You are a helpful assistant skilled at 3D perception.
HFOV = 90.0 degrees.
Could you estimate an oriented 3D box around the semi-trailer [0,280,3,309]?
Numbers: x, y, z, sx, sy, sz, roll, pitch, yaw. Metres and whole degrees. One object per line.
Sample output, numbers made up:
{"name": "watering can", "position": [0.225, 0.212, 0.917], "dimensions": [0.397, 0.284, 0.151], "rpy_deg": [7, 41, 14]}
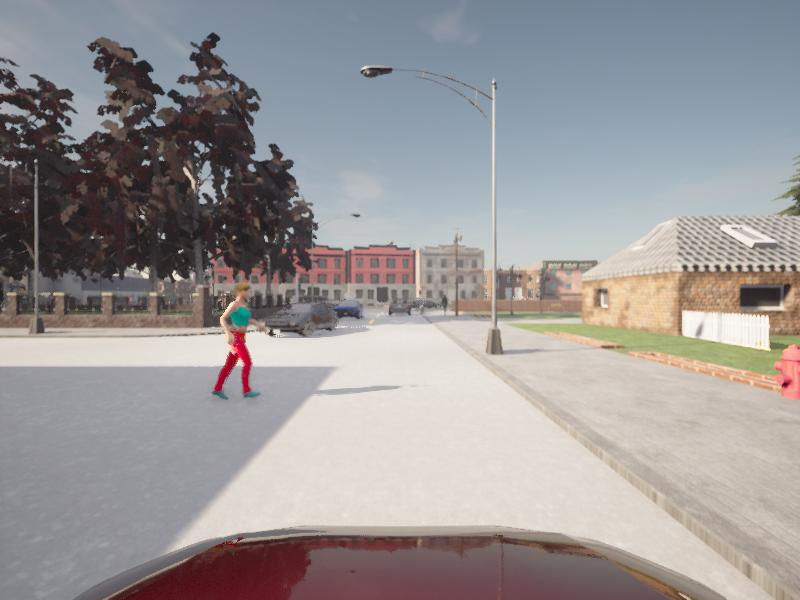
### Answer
{"name": "semi-trailer", "position": [-67.767, -0.793, 59.800], "dimensions": [14.254, 4.402, 2.717], "rpy_deg": [0, 0, 0]}

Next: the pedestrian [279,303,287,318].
{"name": "pedestrian", "position": [-9.207, 0.821, 31.438], "dimensions": [0.500, 1.100, 0.500], "rpy_deg": [0, 0, 1]}

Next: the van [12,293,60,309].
{"name": "van", "position": [-57.774, 0.135, 63.587], "dimensions": [5.915, 2.561, 1.988], "rpy_deg": [0, 0, 0]}

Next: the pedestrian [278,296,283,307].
{"name": "pedestrian", "position": [-20.488, 0.332, 68.531], "dimensions": [0.751, 1.860, 0.751], "rpy_deg": [0, 0, 1]}

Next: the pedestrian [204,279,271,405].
{"name": "pedestrian", "position": [-2.518, 0.618, 6.282], "dimensions": [0.751, 1.860, 0.751], "rpy_deg": [0, 0, -2]}

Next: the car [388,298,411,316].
{"name": "car", "position": [-0.004, 0.637, 40.419], "dimensions": [2.242, 1.667, 4.611], "rpy_deg": [0, 0, 1]}

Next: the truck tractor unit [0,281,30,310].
{"name": "truck tractor unit", "position": [-59.857, -0.700, 59.728], "dimensions": [6.516, 4.208, 3.053], "rpy_deg": [0, 0, 1]}

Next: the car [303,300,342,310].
{"name": "car", "position": [-11.504, 0.720, 59.583], "dimensions": [5.357, 1.411, 2.033], "rpy_deg": [0, 0, 0]}

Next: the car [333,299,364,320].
{"name": "car", "position": [-3.974, 0.729, 31.740], "dimensions": [1.882, 1.535, 5.008], "rpy_deg": [0, 0, 0]}

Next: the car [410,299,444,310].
{"name": "car", "position": [4.026, 0.670, 59.509], "dimensions": [4.892, 1.490, 1.837], "rpy_deg": [0, -3, -28]}

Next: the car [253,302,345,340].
{"name": "car", "position": [-4.401, 0.840, 18.494], "dimensions": [2.033, 1.411, 5.357], "rpy_deg": [0, 0, 11]}
